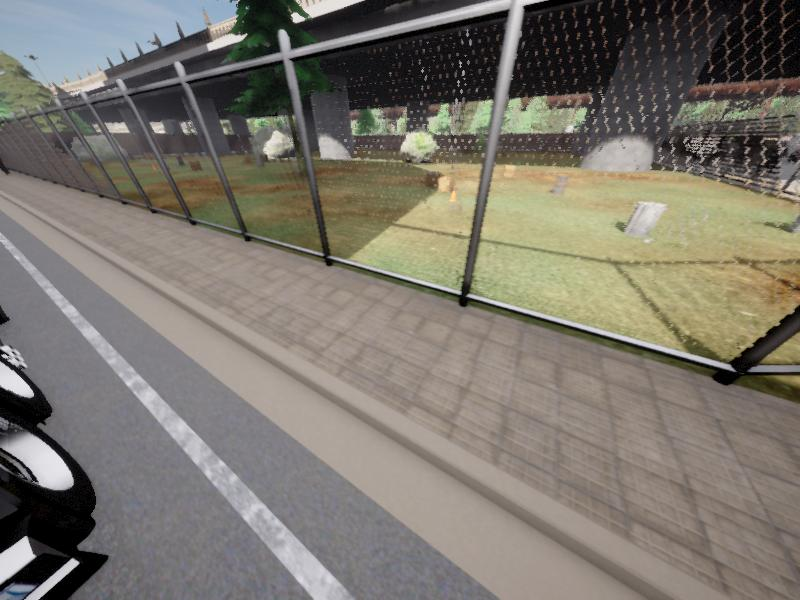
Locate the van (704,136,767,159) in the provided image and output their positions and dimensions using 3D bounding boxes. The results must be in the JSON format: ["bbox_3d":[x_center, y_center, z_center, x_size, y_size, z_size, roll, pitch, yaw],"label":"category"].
[{"bbox_3d":[46.826,-21.597,32.549,2.351,2.431,6.366,18,39,24],"label":"van"}]

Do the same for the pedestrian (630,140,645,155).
[{"bbox_3d":[35.797,-22.980,34.813,0.751,1.860,0.751,18,39,24],"label":"pedestrian"}]

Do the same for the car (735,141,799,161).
[{"bbox_3d":[43.074,-17.623,27.347,1.932,1.855,4.605,18,37,24],"label":"car"}]

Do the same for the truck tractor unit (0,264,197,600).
[{"bbox_3d":[-5.115,-0.295,0.781,6.516,4.208,3.053,18,39,24],"label":"truck tractor unit"}]

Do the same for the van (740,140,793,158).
[{"bbox_3d":[50.342,-20.913,31.924,1.775,1.987,4.442,18,39,24],"label":"van"}]

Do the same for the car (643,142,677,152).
[{"bbox_3d":[52.250,-30.819,46.516,1.851,1.617,3.988,-17,38,-23],"label":"car"}]

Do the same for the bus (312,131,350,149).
[{"bbox_3d":[-21.193,-49.435,71.451,10.273,4.253,3.944,-15,37,-20],"label":"bus"}]

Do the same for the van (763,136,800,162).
[{"bbox_3d":[46.747,-17.492,26.662,2.351,2.431,6.366,18,39,24],"label":"van"}]
